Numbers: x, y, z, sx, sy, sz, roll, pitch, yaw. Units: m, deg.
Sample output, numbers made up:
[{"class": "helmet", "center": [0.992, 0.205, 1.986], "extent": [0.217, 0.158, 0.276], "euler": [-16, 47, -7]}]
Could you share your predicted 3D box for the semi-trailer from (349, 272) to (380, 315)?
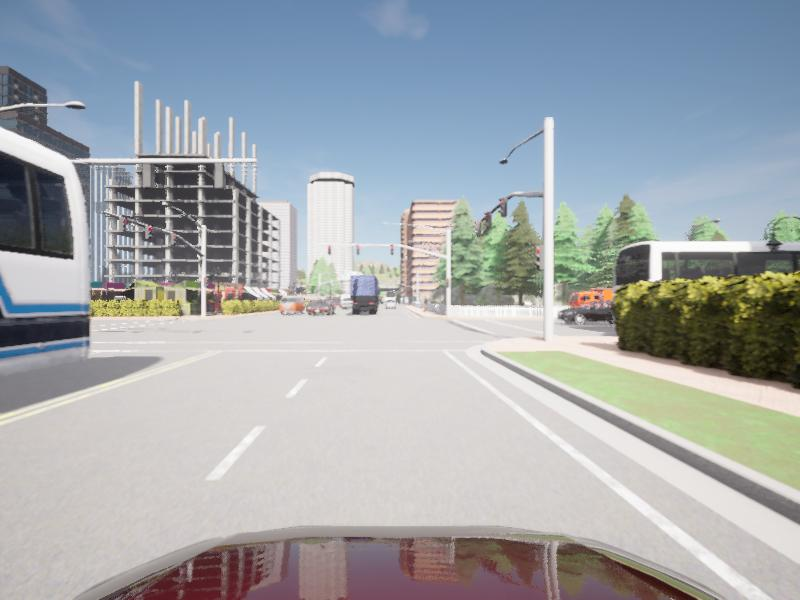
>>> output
[{"class": "semi-trailer", "center": [-3.941, -0.632, 47.446], "extent": [2.717, 4.402, 14.254], "euler": [0, 0, -2]}]

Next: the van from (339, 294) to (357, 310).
[{"class": "van", "center": [-8.509, 0.356, 66.350], "extent": [2.351, 2.431, 6.366], "euler": [0, 0, -1]}]

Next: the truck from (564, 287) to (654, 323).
[{"class": "truck", "center": [15.124, 0.351, 29.240], "extent": [5.204, 2.467, 2.627], "euler": [0, 0, 0]}]

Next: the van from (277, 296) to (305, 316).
[{"class": "van", "center": [-11.393, 0.586, 42.080], "extent": [1.775, 1.987, 4.442], "euler": [0, 0, -1]}]

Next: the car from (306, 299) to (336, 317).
[{"class": "car", "center": [-7.846, 0.768, 40.133], "extent": [2.152, 1.651, 5.027], "euler": [0, 0, -1]}]

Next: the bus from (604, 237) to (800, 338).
[{"class": "bus", "center": [15.772, -0.543, 18.862], "extent": [10.273, 4.253, 3.944], "euler": [0, 0, 0]}]

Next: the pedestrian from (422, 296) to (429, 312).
[{"class": "pedestrian", "center": [2.996, 0.470, 46.610], "extent": [0.751, 1.860, 0.751], "euler": [0, 0, -2]}]

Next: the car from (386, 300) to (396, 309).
[{"class": "car", "center": [-1.644, 0.763, 71.928], "extent": [1.851, 1.617, 3.988], "euler": [0, 0, -1]}]

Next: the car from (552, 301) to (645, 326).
[{"class": "car", "center": [12.659, 0.825, 25.741], "extent": [4.902, 1.511, 2.128], "euler": [0, 0, 0]}]

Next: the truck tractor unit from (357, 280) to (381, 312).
[{"class": "truck tractor unit", "center": [-4.222, -0.535, 55.353], "extent": [3.053, 4.208, 6.516], "euler": [0, 0, -3]}]

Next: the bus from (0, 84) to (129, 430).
[{"class": "bus", "center": [-6.758, -0.532, 2.172], "extent": [3.944, 4.253, 10.273], "euler": [0, 0, -3]}]
